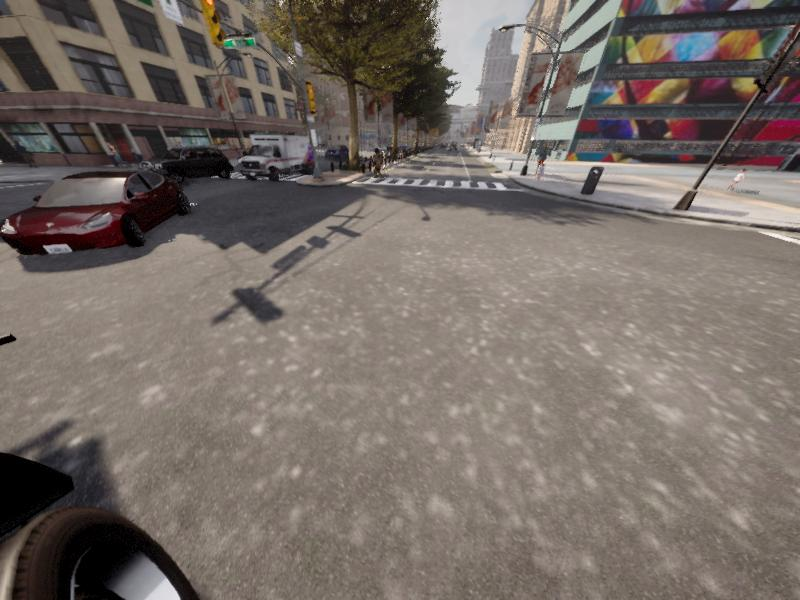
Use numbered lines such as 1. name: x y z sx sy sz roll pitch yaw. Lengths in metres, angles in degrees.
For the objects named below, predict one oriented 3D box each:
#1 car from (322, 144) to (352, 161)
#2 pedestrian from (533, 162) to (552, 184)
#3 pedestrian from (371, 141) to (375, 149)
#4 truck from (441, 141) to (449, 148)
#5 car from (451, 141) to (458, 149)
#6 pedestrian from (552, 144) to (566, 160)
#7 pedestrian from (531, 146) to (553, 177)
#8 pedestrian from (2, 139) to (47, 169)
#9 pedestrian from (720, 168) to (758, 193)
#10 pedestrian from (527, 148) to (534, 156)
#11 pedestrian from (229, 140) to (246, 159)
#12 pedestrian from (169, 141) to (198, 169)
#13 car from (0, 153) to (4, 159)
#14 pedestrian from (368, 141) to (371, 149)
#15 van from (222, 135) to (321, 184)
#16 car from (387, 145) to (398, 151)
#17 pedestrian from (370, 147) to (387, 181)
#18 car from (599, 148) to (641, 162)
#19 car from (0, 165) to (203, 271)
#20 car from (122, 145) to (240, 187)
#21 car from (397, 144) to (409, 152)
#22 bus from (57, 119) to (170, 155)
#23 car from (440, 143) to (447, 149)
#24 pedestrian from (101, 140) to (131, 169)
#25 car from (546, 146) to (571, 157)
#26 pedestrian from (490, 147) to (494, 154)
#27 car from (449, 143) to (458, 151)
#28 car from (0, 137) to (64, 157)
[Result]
1. car: -8.331 -19.963 31.094 2.097 1.767 4.553 7 35 9
2. pedestrian: 8.523 -7.619 13.884 0.500 1.100 0.500 2 35 1
3. pedestrian: -7.584 -43.278 64.399 0.751 1.860 0.751 6 35 8
4. truck: 17.382 -59.736 88.714 2.390 2.098 6.274 7 35 9
5. car: 19.899 -56.689 84.418 2.150 2.045 5.566 7 35 9
6. pedestrian: 22.723 -21.166 33.036 0.751 1.860 0.751 -2 35 -4
7. pedestrian: 10.298 -10.097 16.827 0.751 1.860 0.751 14 37 18
8. pedestrian: -28.314 -11.023 17.454 0.751 1.860 0.751 7 35 9
9. pedestrian: 17.693 -6.261 12.093 0.500 1.100 0.500 11 36 15
10. pedestrian: 23.825 -27.020 42.174 0.500 1.100 0.500 -7 35 -11
11. pedestrian: -19.278 -17.804 27.409 0.751 1.860 0.751 10 36 13
12. pedestrian: -17.105 -11.482 18.322 0.751 1.860 0.751 -5 35 -8
13. car: -48.540 -16.035 25.037 2.033 1.411 5.357 7 35 9
14. pedestrian: -8.490 -43.334 64.464 0.751 1.860 0.751 1 35 0
15. van: -8.301 -9.970 16.114 2.351 2.431 6.366 7 35 8
16. car: -1.801 -38.323 58.148 1.895 1.301 4.718 7 35 9
17. pedestrian: -1.419 -9.067 15.392 0.751 1.860 0.751 14 37 19
18. car: 31.326 -20.874 33.180 2.128 1.511 4.902 7 35 9
19. car: -7.930 -2.699 6.455 2.163 1.488 4.792 -11 36 -16
20. car: -12.967 -8.397 14.238 1.932 1.855 4.605 13 37 16
21. car: 0.770 -35.510 54.014 1.812 1.442 4.674 7 35 9
22. bus: -45.364 -26.378 37.518 3.944 4.253 10.273 7 35 9
23. car: 14.270 -50.650 76.067 1.837 1.490 4.892 7 35 9
24. pedestrian: -21.977 -11.254 17.904 0.751 1.860 0.751 29 44 34
25. car: 29.542 -27.788 43.197 2.161 1.482 4.786 7 35 9
26. pedestrian: 18.292 -29.824 46.120 0.500 1.100 0.500 12 36 15
27. car: 14.270 -40.622 61.263 1.932 1.855 4.605 7 35 9
28. car: -50.539 -20.574 30.978 2.150 2.045 5.566 7 35 9
